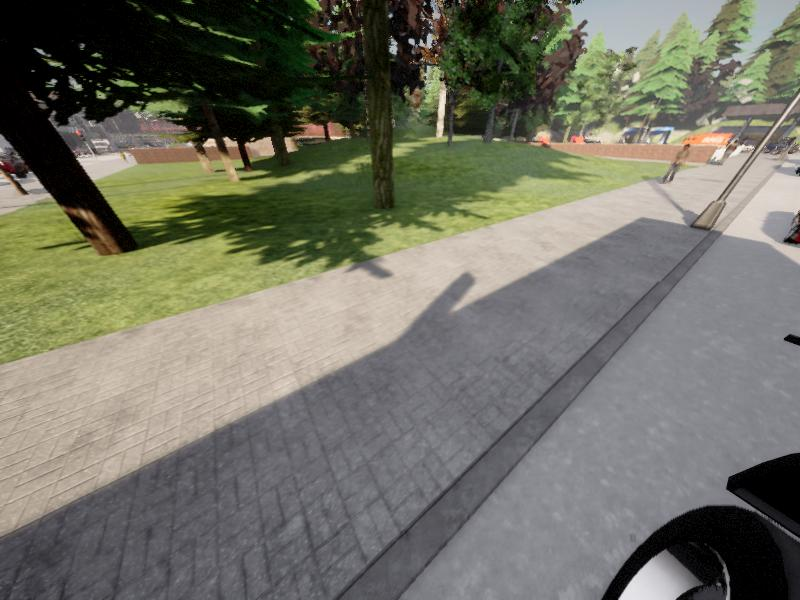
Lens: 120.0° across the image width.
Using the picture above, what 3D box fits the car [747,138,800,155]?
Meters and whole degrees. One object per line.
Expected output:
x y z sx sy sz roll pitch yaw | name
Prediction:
51.425 -20.916 31.445 1.905 1.878 3.866 -3 35 -5 | car

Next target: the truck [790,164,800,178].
27.528 -8.949 14.214 5.204 2.467 2.627 -21 40 -28 | truck

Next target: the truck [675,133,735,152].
51.538 -26.753 39.210 2.627 2.467 5.204 -21 40 -27 | truck

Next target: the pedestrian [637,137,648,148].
51.100 -33.246 48.759 0.751 1.860 0.751 -23 41 -28 | pedestrian

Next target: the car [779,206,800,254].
11.386 -1.994 5.441 4.181 1.385 1.994 -22 41 -28 | car

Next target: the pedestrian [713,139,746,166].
27.463 -12.329 19.294 0.751 1.860 0.751 -26 43 -32 | pedestrian

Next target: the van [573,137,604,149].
41.620 -34.878 51.195 2.069 2.038 4.480 -22 41 -28 | van

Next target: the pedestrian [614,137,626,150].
39.085 -27.719 41.001 0.751 1.860 0.751 -22 41 -28 | pedestrian

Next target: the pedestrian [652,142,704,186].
14.000 -6.879 11.692 0.751 1.860 0.751 -14 37 -19 | pedestrian

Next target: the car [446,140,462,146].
17.286 -50.581 74.444 2.038 1.542 4.974 -22 41 -28 | car
